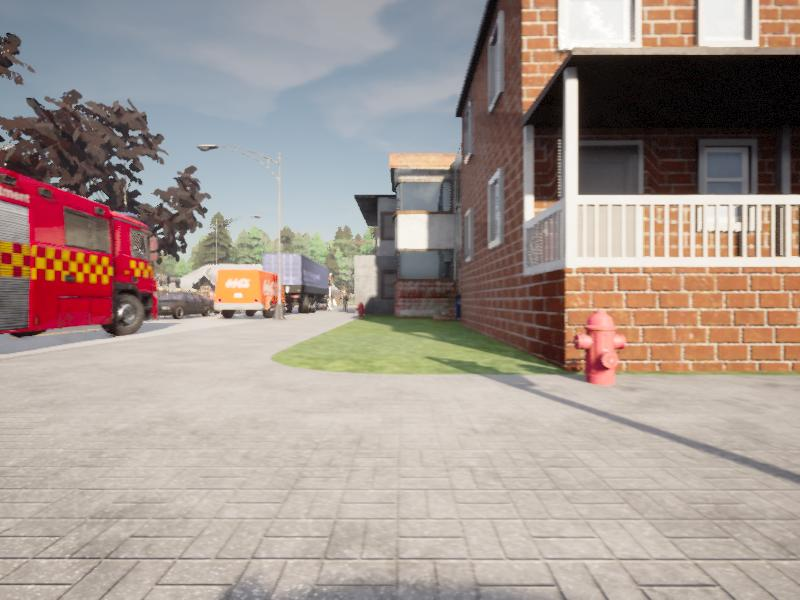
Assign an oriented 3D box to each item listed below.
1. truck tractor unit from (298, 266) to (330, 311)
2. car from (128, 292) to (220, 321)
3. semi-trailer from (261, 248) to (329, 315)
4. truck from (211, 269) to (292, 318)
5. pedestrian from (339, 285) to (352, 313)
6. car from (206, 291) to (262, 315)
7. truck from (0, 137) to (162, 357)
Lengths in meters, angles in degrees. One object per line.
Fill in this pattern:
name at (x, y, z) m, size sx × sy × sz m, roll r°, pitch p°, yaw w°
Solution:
truck tractor unit at (-9.035, -1.119, 41.495) m, size 3.053 × 4.208 × 6.516 m, roll 0°, pitch 0°, yaw -15°
car at (-12.151, 0.300, 22.053) m, size 2.033 × 1.411 × 5.357 m, roll 0°, pitch 0°, yaw 0°
semi-trailer at (-8.234, -1.215, 33.653) m, size 2.717 × 4.402 × 14.254 m, roll 0°, pitch 0°, yaw -3°
truck at (-8.100, -0.263, 22.571) m, size 2.627 × 2.467 × 5.204 m, roll 0°, pitch -2°, yaw 0°
pedestrian at (-3.681, -0.074, 27.031) m, size 0.751 × 1.860 × 0.751 m, roll 0°, pitch 0°, yaw 0°
car at (-11.998, 0.206, 29.409) m, size 1.801 × 1.575 × 5.366 m, roll 0°, pitch 0°, yaw 1°
truck at (-8.535, -0.918, 8.277) m, size 2.891 × 3.827 × 8.468 m, roll 0°, pitch 0°, yaw -6°
